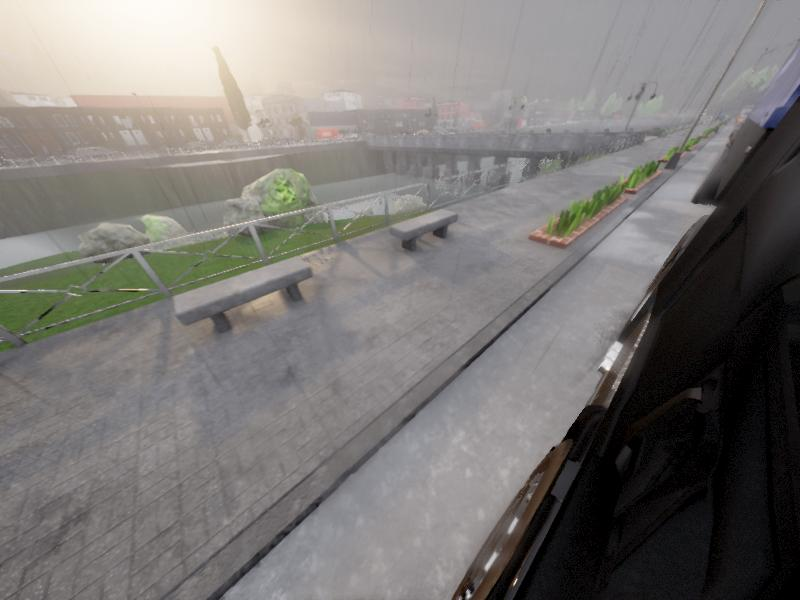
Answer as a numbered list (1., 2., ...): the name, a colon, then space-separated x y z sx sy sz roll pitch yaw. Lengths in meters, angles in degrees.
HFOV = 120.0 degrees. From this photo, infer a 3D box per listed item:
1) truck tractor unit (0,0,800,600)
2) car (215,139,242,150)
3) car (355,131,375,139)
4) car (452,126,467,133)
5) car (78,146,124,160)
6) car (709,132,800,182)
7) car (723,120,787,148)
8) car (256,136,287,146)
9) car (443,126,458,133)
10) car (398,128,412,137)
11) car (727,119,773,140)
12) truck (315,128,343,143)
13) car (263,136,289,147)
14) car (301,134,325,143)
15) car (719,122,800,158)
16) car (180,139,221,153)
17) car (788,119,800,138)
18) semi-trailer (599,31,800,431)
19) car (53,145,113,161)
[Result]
1. truck tractor unit: 2.645 -0.295 0.351 6.516 4.208 3.053 -28 44 -30
2. car: -34.146 -31.076 46.052 3.806 1.475 1.970 -28 44 -30
3. car: -9.448 -44.877 62.844 4.974 1.542 2.038 -29 44 -31
4. car: 20.211 -58.075 78.618 4.974 1.542 2.038 -29 44 -31
5. car: -44.860 -22.151 34.801 3.806 1.475 1.970 -28 44 -30
6. car: 15.404 -6.243 9.903 4.181 1.385 1.994 -28 44 -31
7. car: 27.033 -12.748 17.708 4.514 1.525 2.007 -28 44 -30
8. car: -27.910 -34.641 50.286 5.238 1.638 1.930 -28 44 -30
9. car: 17.775 -59.930 81.205 5.238 1.638 1.930 -29 44 -31
10. car: 1.417 -47.829 65.855 3.866 1.878 1.905 -29 44 -31
11. car: 33.429 -16.343 22.153 4.193 1.474 1.816 -29 44 -31
12. truck: -16.466 -38.191 53.624 5.204 2.467 2.627 -29 44 -30
13. car: -25.577 -32.837 47.760 3.988 1.617 1.851 -29 44 -30
14. car: -20.753 -38.599 55.136 4.856 1.649 2.033 -28 44 -30
15. car: 21.904 -9.899 14.223 4.514 1.525 2.007 -28 44 -30
16. car: -35.434 -27.421 41.112 5.238 1.638 1.930 -28 44 -30
17. car: 40.145 -16.901 22.395 5.366 1.575 1.801 -29 44 -30
18. semi-trailer: 8.641 -3.644 4.284 14.254 4.402 2.717 -29 44 -30
19. car: -49.139 -22.971 36.027 5.238 1.638 1.930 -29 44 -31
